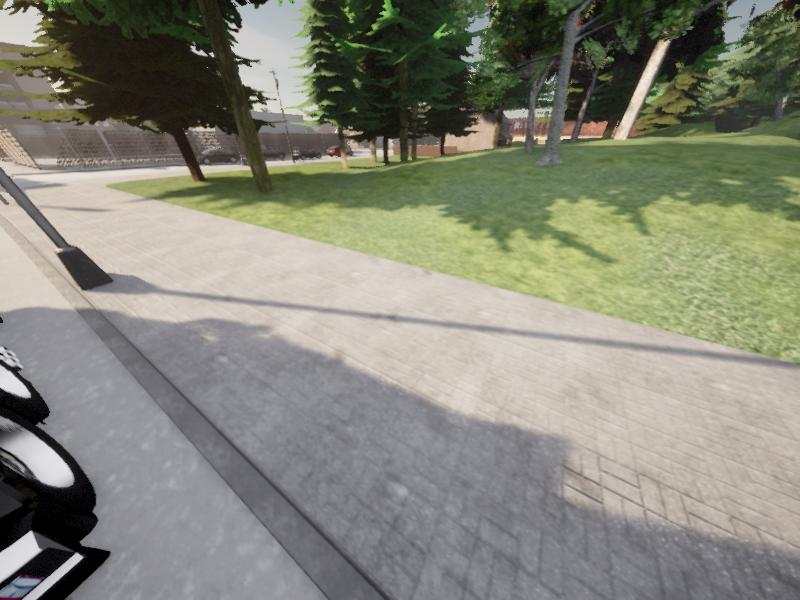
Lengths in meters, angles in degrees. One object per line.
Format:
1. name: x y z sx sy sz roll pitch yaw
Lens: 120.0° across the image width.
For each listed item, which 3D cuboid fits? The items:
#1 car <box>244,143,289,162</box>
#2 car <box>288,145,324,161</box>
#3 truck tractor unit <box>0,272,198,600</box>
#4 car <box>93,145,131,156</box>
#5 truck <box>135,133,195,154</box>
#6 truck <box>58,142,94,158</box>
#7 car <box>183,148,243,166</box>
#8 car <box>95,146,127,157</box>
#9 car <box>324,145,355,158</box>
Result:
1. car: -17.819 -19.907 31.074 1.932 1.855 4.605 18 39 25
2. car: -12.789 -20.181 31.661 1.851 1.617 3.988 19 39 25
3. truck tractor unit: -5.125 -0.287 0.761 6.516 4.208 3.053 18 39 24
4. car: -51.067 -26.555 41.057 1.789 1.547 3.705 19 39 25
5. truck: -54.017 -36.263 53.526 2.891 3.827 8.468 19 39 25
6. truck: -53.485 -24.779 38.108 4.478 2.038 2.069 19 39 25
7. car: -21.249 -16.510 26.561 1.837 1.490 4.892 18 39 25
8. car: -51.320 -26.431 41.005 5.357 1.415 2.033 19 39 25
9. car: -9.349 -23.318 36.205 2.007 1.525 4.514 17 39 24
